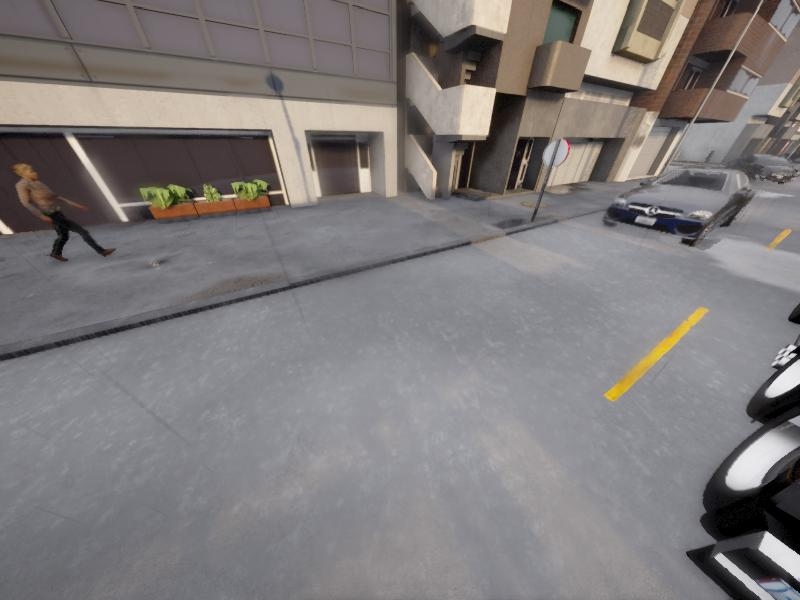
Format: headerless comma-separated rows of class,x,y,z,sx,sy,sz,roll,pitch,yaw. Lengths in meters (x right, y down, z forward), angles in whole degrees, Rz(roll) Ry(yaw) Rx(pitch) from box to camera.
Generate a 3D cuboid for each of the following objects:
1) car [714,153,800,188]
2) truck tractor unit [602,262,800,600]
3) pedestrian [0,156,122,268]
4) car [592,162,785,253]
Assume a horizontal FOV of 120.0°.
car,24.312,-8.890,15.631,1.837,1.490,4.892,20,39,22
truck tractor unit,5.107,-0.305,0.786,6.516,4.208,3.053,-18,39,-24
pedestrian,-6.726,-1.683,4.510,0.751,1.860,0.751,-16,38,-22
car,8.738,-3.081,7.064,5.027,1.651,2.152,-18,39,-25
